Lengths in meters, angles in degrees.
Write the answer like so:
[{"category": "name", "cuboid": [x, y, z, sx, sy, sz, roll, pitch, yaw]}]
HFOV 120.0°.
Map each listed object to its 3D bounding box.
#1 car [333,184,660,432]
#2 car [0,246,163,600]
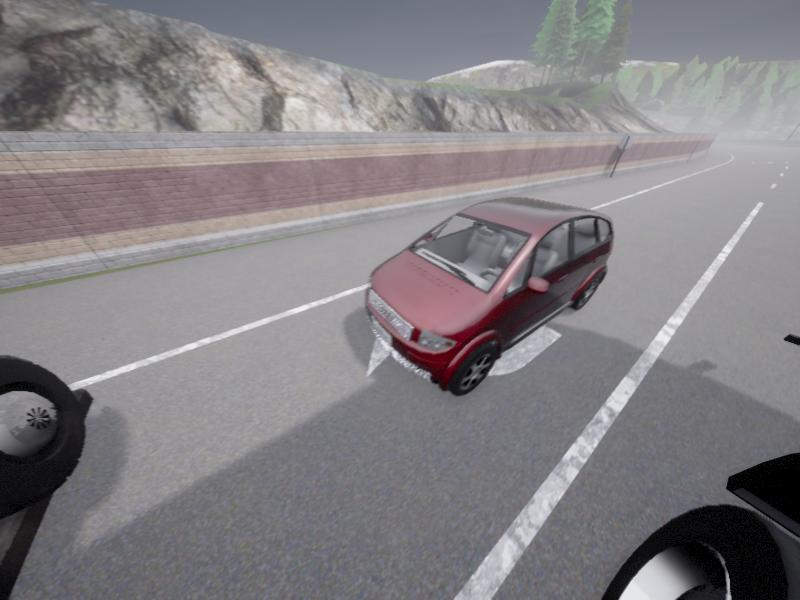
[{"category": "car", "cuboid": [1.316, -0.438, 3.164, 3.705, 1.549, 1.789, -22, 41, -27]}, {"category": "car", "cuboid": [-3.535, 1.381, 0.346, 3.866, 1.878, 1.905, -22, 41, -28]}]
